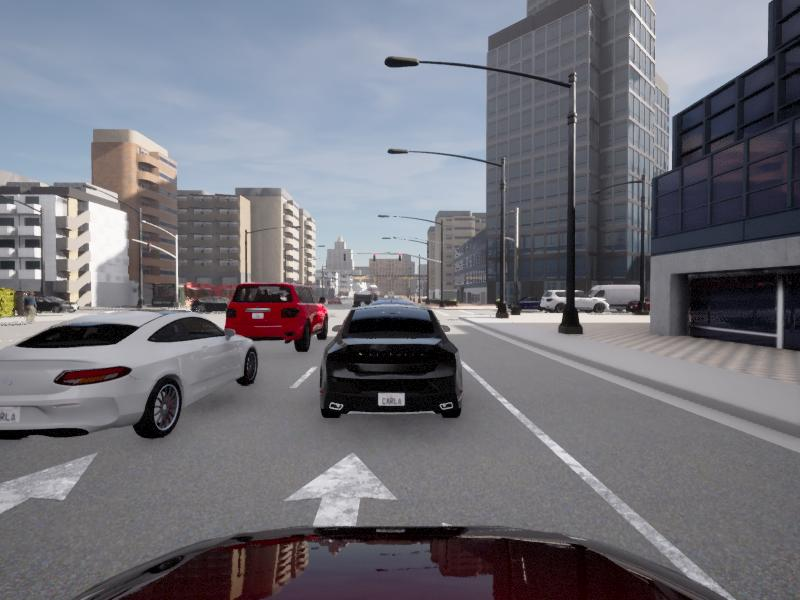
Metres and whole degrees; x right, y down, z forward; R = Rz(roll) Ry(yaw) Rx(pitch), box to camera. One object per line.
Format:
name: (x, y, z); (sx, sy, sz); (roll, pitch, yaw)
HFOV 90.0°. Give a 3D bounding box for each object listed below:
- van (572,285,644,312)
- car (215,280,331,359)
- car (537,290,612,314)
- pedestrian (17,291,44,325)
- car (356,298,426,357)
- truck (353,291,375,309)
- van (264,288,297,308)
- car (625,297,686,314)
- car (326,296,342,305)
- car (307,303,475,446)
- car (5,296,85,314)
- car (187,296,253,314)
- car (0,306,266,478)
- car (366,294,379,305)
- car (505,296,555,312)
van: (19.906, -0.155, 38.479); (5.915, 2.561, 1.988); (0, 1, -1)
car: (-3.796, 0.479, 13.206); (2.150, 2.045, 5.566); (0, 1, -1)
car: (15.170, 0.153, 34.941); (5.566, 2.045, 2.150); (0, 1, -1)
pedestrian: (-20.320, 0.424, 22.021); (0.751, 1.860, 0.751); (0, 1, -3)
car: (-0.289, 0.737, 13.310); (1.882, 1.535, 5.008); (0, 1, -1)
truck: (-4.471, -0.052, 50.260); (2.390, 2.098, 6.274); (0, 0, -1)
van: (-15.145, -0.233, 51.184); (2.351, 2.431, 6.366); (0, 0, -1)
car: (22.343, 0.440, 35.044); (4.193, 1.474, 1.816); (0, 1, -1)
car: (-12.162, 0.113, 73.851); (2.242, 1.667, 4.611); (0, 0, -1)
car: (-0.149, 0.835, 6.827); (1.837, 1.490, 4.892); (0, 0, -1)
car: (-30.277, 0.413, 34.256); (4.902, 1.511, 2.128); (0, 1, -1)
car: (-15.563, 0.435, 34.900); (4.792, 1.488, 2.163); (0, 1, -5)
car: (-3.631, 0.861, 5.908); (1.812, 1.442, 4.674); (0, 0, -1)
car: (-5.202, -0.144, 75.680); (2.150, 2.045, 5.566); (0, 0, -1)
car: (12.427, 0.376, 38.379); (4.193, 1.474, 1.816); (0, 1, -1)
